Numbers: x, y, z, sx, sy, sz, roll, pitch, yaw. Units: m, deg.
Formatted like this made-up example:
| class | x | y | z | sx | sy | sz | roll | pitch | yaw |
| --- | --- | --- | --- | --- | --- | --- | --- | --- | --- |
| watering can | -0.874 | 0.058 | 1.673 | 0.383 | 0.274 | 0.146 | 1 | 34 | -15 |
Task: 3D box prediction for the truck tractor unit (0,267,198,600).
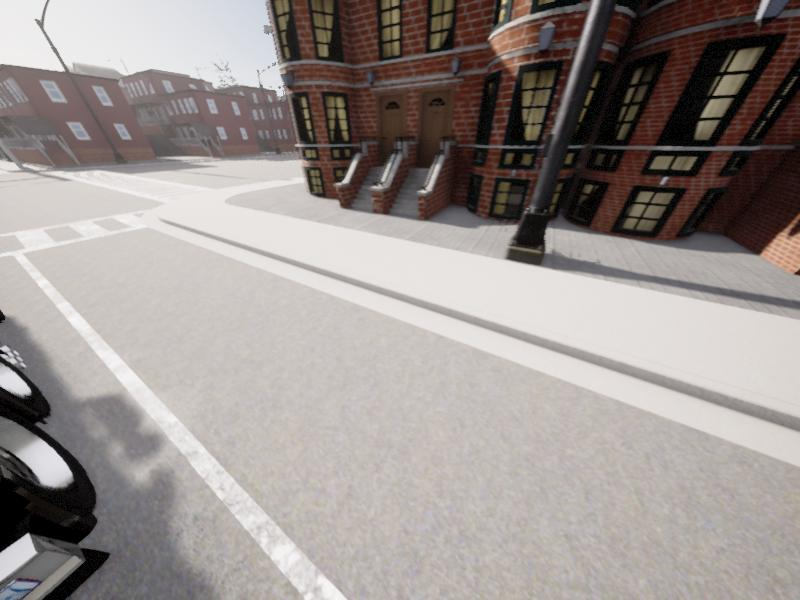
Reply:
| class | x | y | z | sx | sy | sz | roll | pitch | yaw |
| --- | --- | --- | --- | --- | --- | --- | --- | --- | --- |
| truck tractor unit | -5.120 | -0.293 | 0.776 | 6.516 | 4.208 | 3.053 | 18 | 39 | 24 |
